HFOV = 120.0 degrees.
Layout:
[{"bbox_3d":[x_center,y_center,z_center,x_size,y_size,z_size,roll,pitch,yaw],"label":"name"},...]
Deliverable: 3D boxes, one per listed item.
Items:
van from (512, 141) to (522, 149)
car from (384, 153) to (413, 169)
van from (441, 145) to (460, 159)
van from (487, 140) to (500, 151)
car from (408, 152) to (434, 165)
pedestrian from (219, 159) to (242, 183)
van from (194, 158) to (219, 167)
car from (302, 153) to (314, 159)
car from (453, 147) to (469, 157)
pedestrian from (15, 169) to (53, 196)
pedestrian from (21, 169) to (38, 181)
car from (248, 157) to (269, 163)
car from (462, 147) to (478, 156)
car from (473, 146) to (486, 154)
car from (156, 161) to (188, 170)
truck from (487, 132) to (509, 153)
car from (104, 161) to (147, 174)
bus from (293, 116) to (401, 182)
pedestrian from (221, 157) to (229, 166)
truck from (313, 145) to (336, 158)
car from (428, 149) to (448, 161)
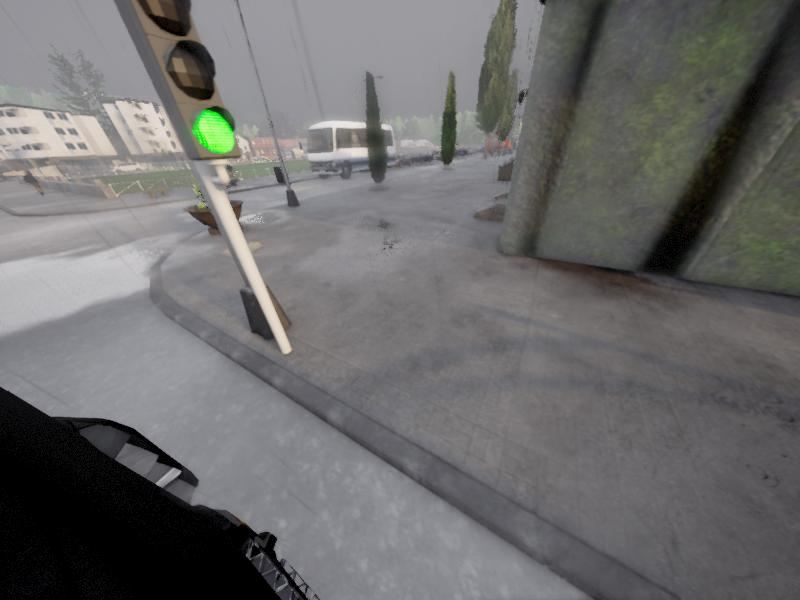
[{"bbox_3d":[39.982,-53.185,79.090,2.069,2.038,4.480,16,38,26],"label":"van"},{"bbox_3d":[-0.111,-17.580,29.142,1.970,1.475,3.806,16,38,26],"label":"car"},{"bbox_3d":[9.227,-27.037,42.187,1.775,1.987,4.442,16,38,26],"label":"van"},{"bbox_3d":[27.557,-45.506,68.016,1.988,2.561,5.915,16,38,26],"label":"van"},{"bbox_3d":[3.082,-20.631,33.648,1.895,1.301,4.718,16,38,26],"label":"car"},{"bbox_3d":[-15.158,-11.523,20.667,0.751,1.860,0.751,10,36,19],"label":"pedestrian"},{"bbox_3d":[-53.013,-37.745,63.338,1.775,1.987,4.442,16,38,26],"label":"van"},{"bbox_3d":[-35.245,-55.176,88.604,1.851,1.617,3.988,16,38,26],"label":"car"},{"bbox_3d":[12.529,-30.090,46.988,1.816,1.474,4.193,16,38,26],"label":"car"},{"bbox_3d":[-29.847,-9.559,18.862,0.751,1.860,0.751,26,43,36],"label":"pedestrian"},{"bbox_3d":[-67.616,-22.843,42.119,0.751,1.860,0.751,25,43,35],"label":"pedestrian"},{"bbox_3d":[-45.436,-45.011,74.207,2.033,1.411,5.357,16,38,26],"label":"car"},{"bbox_3d":[15.624,-33.087,51.419,1.895,1.301,4.718,16,38,26],"label":"car"},{"bbox_3d":[19.917,-37.417,57.464,1.812,1.442,4.674,16,38,26],"label":"car"},{"bbox_3d":[-56.984,-33.653,57.803,1.930,1.638,5.238,16,38,26],"label":"car"},{"bbox_3d":[23.627,-37.726,55.473,2.891,3.827,8.468,16,38,26],"label":"truck"},{"bbox_3d":[-61.228,-29.613,51.691,2.150,2.045,5.566,16,38,26],"label":"car"},{"bbox_3d":[-4.241,-14.593,22.459,3.944,4.253,10.273,15,38,26],"label":"bus"},{"bbox_3d":[-44.939,-35.612,59.356,0.751,1.860,0.751,16,38,26],"label":"pedestrian"},{"bbox_3d":[-29.162,-57.802,89.987,2.891,3.827,8.468,16,38,26],"label":"truck"},{"bbox_3d":[6.322,-23.930,38.197,1.970,1.475,3.806,16,38,26],"label":"car"}]
